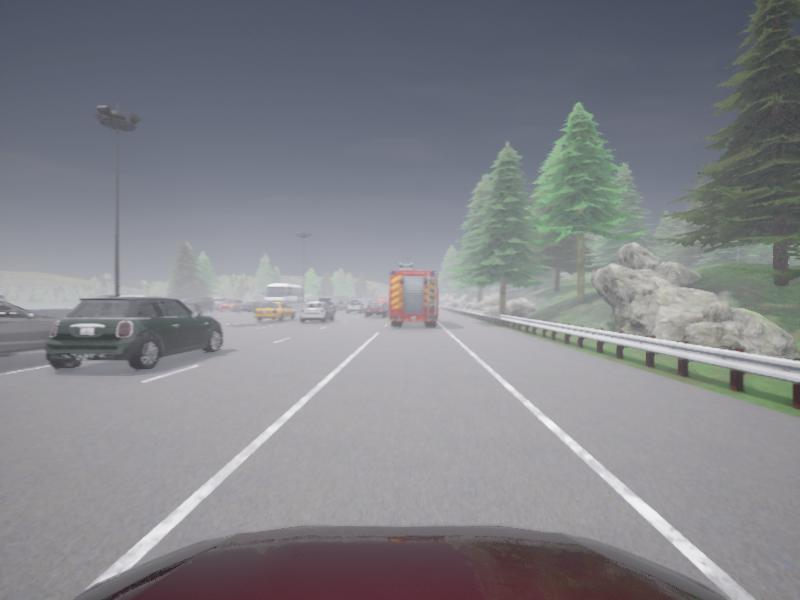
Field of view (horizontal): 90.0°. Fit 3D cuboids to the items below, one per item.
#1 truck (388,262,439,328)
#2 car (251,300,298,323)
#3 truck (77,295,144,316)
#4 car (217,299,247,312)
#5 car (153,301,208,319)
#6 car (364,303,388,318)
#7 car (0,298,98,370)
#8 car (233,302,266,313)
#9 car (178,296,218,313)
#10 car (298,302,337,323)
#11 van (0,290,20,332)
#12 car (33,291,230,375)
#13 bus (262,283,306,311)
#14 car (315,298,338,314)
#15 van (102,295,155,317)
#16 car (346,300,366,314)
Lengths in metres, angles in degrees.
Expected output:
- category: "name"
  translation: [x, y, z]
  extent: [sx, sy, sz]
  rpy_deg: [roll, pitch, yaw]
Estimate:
- category: "truck"
  translation: [0.929, -0.284, 27.229]
  extent: [2.891, 3.827, 8.468]
  rpy_deg: [0, 0, 2]
- category: "car"
  translation: [-9.467, 0.818, 30.748]
  extent: [1.801, 1.575, 5.366]
  rpy_deg: [0, 0, 2]
- category: "truck"
  translation: [-30.105, 0.524, 41.950]
  extent: [2.390, 2.098, 6.274]
  rpy_deg: [0, 0, 2]
- category: "car"
  translation: [-22.692, 0.709, 54.246]
  extent: [2.097, 1.767, 4.553]
  rpy_deg: [0, 0, 2]
- category: "car"
  translation: [-19.788, 0.836, 36.330]
  extent: [2.128, 1.511, 4.902]
  rpy_deg: [0, 0, 2]
- category: "car"
  translation: [-2.210, 0.987, 38.377]
  extent: [1.895, 1.301, 4.718]
  rpy_deg: [0, 0, 2]
- category: "car"
  translation: [-10.179, 0.768, 9.478]
  extent: [2.152, 1.651, 5.027]
  rpy_deg: [0, 0, 2]
- category: "car"
  translation: [-19.286, 0.914, 51.428]
  extent: [2.033, 1.411, 5.357]
  rpy_deg: [0, 0, 2]
- category: "car"
  translation: [-26.260, 0.572, 52.265]
  extent: [2.150, 2.045, 5.566]
  rpy_deg: [0, 0, 2]
- category: "car"
  translation: [-6.007, 0.876, 29.488]
  extent: [1.970, 1.475, 3.806]
  rpy_deg: [0, 0, 2]
- category: "van"
  translation: [-20.398, 0.545, 18.095]
  extent: [2.069, 2.038, 4.480]
  rpy_deg: [0, 0, 2]
- category: "car"
  translation: [-6.635, 0.692, 10.700]
  extent: [2.097, 1.767, 4.553]
  rpy_deg: [0, 0, 2]
- category: "bus"
  translation: [-18.692, -0.499, 65.474]
  extent: [3.944, 4.253, 10.273]
  rpy_deg: [0, 0, 2]
- category: "car"
  translation: [-8.877, 0.686, 48.427]
  extent: [1.905, 1.878, 3.866]
  rpy_deg: [0, 0, 2]
- category: "van"
  translation: [-26.686, 0.561, 39.498]
  extent: [2.069, 2.038, 4.480]
  rpy_deg: [0, 0, 2]
- category: "car"
  translation: [-5.354, 0.837, 49.070]
  extent: [1.851, 1.617, 3.988]
  rpy_deg: [0, 0, 2]
